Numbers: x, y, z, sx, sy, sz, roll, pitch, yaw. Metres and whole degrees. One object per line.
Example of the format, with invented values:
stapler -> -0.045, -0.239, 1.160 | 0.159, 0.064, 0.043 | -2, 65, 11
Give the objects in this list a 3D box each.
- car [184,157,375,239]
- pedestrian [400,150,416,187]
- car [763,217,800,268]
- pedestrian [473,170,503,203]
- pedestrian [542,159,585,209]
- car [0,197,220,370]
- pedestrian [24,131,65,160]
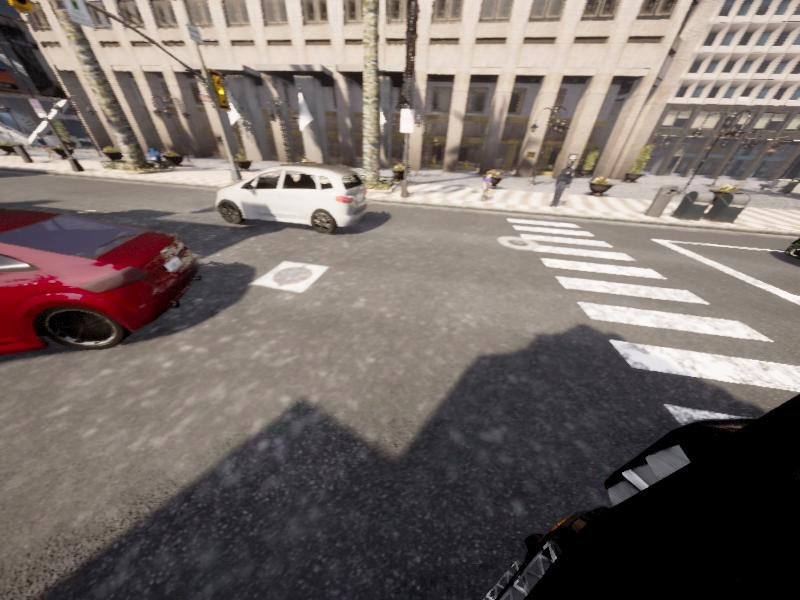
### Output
car -> -3.341, -3.336, 7.246 | 4.611, 1.667, 2.242 | 8, 34, 8
pedestrian -> 0.484, -8.017, 14.115 | 0.751, 1.860, 0.751 | 6, 34, 5
car -> 12.595, -1.156, 5.038 | 4.553, 1.767, 2.097 | 8, 34, 8
pedestrian -> 4.061, -5.313, 10.805 | 0.751, 1.300, 0.751 | -7, 35, -14
pedestrian -> 7.165, -5.100, 10.209 | 0.751, 1.860, 0.751 | -23, 41, -34
car -> -5.164, -0.277, 2.759 | 4.181, 1.385, 1.994 | -8, 35, -16
pedestrian -> -27.684, -12.008, 18.023 | 0.751, 1.860, 0.751 | 3, 33, 0
